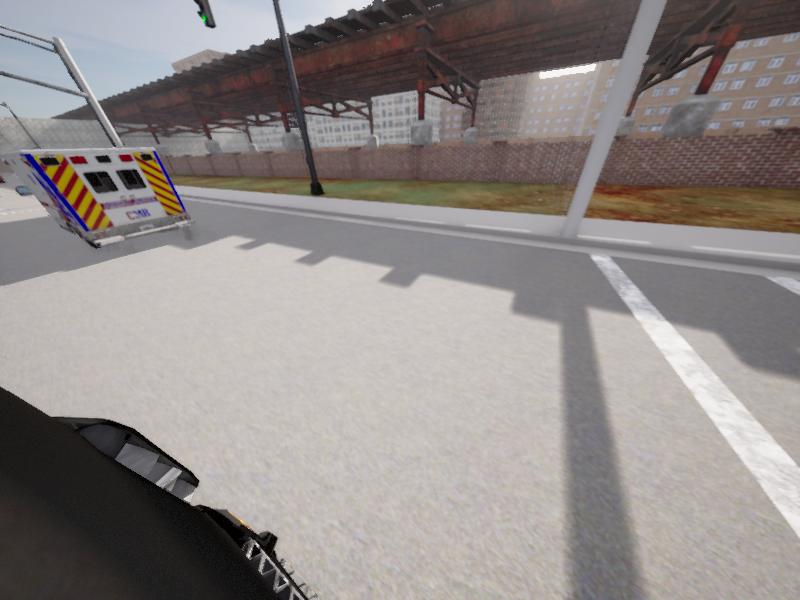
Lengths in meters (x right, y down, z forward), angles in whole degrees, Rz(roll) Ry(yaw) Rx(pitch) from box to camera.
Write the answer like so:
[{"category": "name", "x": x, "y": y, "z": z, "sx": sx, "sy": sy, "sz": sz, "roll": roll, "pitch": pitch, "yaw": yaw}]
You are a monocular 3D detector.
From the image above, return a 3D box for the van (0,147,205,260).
[{"category": "van", "x": -9.903, "y": -3.426, "z": 7.595, "sx": 6.366, "sy": 2.431, "sz": 2.351, "roll": 16, "pitch": 38, "yaw": 26}]

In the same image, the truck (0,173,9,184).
[{"category": "truck", "x": -56.841, "y": -17.606, "z": 30.663, "sx": 8.468, "sy": 3.827, "sz": 2.891, "roll": 16, "pitch": 38, "yaw": 26}]
